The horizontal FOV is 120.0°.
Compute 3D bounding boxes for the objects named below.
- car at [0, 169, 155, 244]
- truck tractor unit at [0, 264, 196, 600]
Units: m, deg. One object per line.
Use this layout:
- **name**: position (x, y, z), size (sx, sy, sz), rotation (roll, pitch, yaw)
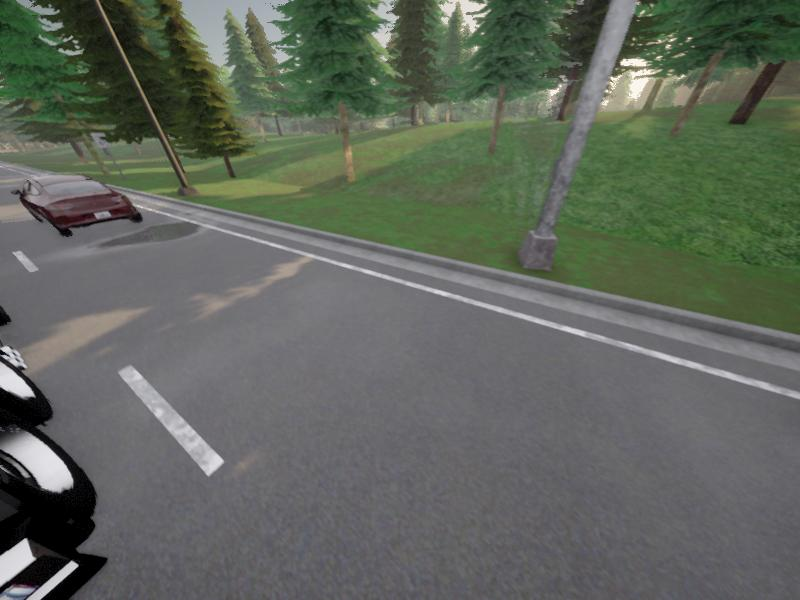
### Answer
- **car**: position (-10.545, -3.239, 7.497), size (4.674, 1.442, 1.812), rotation (18, 39, 24)
- **truck tractor unit**: position (-5.110, -0.302, 0.786), size (6.516, 4.208, 3.053), rotation (18, 39, 24)
